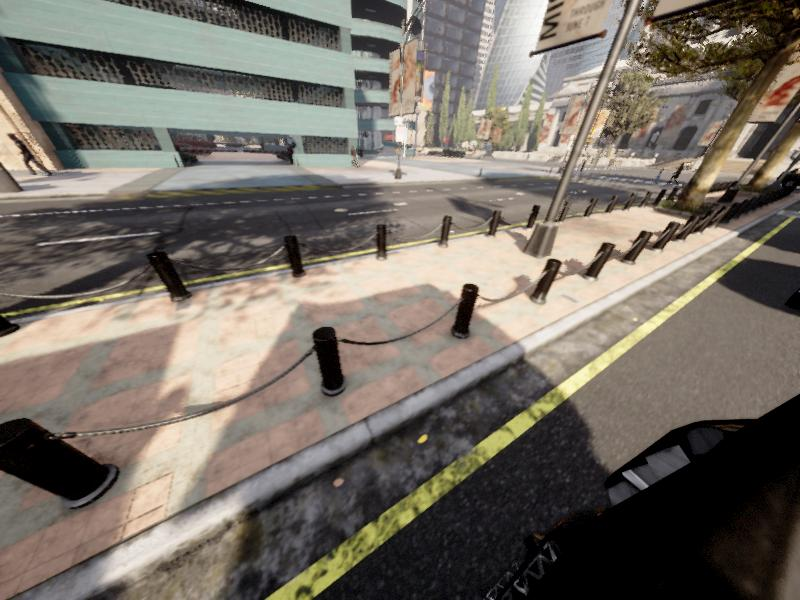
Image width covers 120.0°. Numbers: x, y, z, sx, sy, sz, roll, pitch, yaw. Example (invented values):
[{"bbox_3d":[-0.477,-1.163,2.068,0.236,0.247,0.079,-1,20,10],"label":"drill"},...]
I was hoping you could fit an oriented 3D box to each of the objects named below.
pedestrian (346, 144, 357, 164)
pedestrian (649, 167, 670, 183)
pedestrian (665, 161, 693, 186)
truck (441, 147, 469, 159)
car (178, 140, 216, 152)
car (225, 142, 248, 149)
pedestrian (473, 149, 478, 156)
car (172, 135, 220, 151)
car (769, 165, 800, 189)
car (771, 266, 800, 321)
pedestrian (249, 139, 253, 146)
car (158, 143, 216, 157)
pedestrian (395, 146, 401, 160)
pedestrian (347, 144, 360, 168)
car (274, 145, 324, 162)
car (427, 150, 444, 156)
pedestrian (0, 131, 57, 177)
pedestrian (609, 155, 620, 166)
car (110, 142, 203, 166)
[{"bbox_3d":[-5.526,-16.533,26.189,0.751,1.860,0.751,17,36,21],"label":"pedestrian"},{"bbox_3d":[24.453,-11.804,21.781,0.751,1.300,0.751,-19,40,-29],"label":"pedestrian"},{"bbox_3d":[24.262,-11.039,20.125,0.751,1.860,0.751,-23,41,-32],"label":"pedestrian"},{"bbox_3d":[13.342,-36.062,56.607,2.390,2.098,6.274,-21,40,-31],"label":"truck"},{"bbox_3d":[-35.235,-26.899,40.303,4.514,1.523,2.007,-16,38,-26],"label":"car"},{"bbox_3d":[-42.690,-40.536,60.500,4.718,1.301,1.895,-16,38,-26],"label":"car"},{"bbox_3d":[22.565,-44.212,69.245,0.751,1.860,0.751,-22,41,-31],"label":"pedestrian"},{"bbox_3d":[-35.171,-27.239,40.110,5.566,2.045,2.435,-16,38,-26],"label":"car"},{"bbox_3d":[38.572,-11.084,21.113,1.932,1.855,4.605,-16,38,-25],"label":"car"},{"bbox_3d":[8.415,-0.471,3.685,3.705,1.549,1.789,-16,38,-26],"label":"car"},{"bbox_3d":[-50.428,-53.135,78.036,0.751,1.860,0.751,-17,38,-26],"label":"pedestrian"},{"bbox_3d":[-25.209,-17.908,27.589,4.718,1.301,1.895,-16,38,-26],"label":"car"},{"bbox_3d":[-0.319,-23.062,36.256,0.751,1.860,0.751,14,36,17],"label":"pedestrian"},{"bbox_3d":[-4.368,-13.426,21.625,0.751,1.860,0.751,-25,42,-34],"label":"pedestrian"},{"bbox_3d":[-11.794,-17.104,27.066,4.902,1.511,2.128,-16,38,-26],"label":"car"},{"bbox_3d":[9.773,-40.629,63.840,4.181,1.385,1.994,26,40,30],"label":"car"},{"bbox_3d":[-18.393,-7.124,11.345,0.751,1.860,0.751,-13,37,-22],"label":"pedestrian"},{"bbox_3d":[42.077,-27.393,45.367,0.751,1.860,0.751,-17,38,-26],"label":"pedestrian"},{"bbox_3d":[-19.762,-12.085,19.152,4.786,1.482,2.161,-16,38,-26],"label":"car"}]
